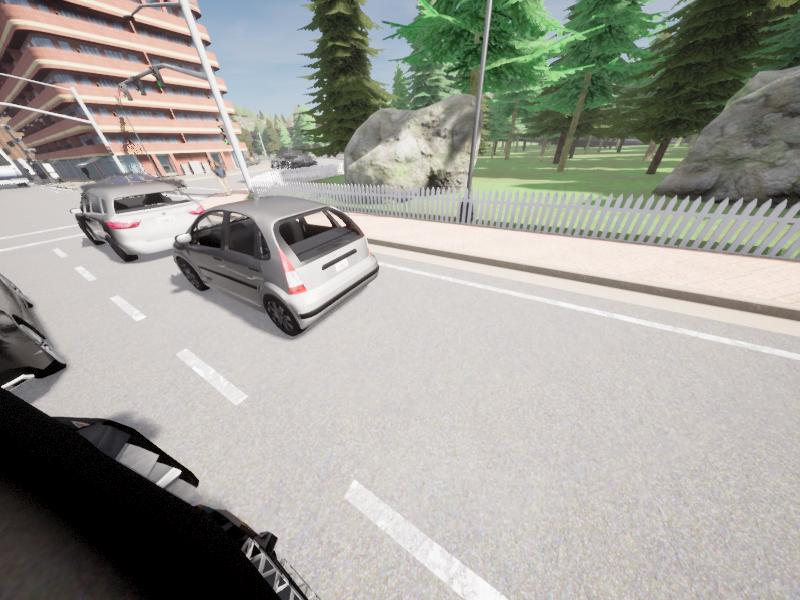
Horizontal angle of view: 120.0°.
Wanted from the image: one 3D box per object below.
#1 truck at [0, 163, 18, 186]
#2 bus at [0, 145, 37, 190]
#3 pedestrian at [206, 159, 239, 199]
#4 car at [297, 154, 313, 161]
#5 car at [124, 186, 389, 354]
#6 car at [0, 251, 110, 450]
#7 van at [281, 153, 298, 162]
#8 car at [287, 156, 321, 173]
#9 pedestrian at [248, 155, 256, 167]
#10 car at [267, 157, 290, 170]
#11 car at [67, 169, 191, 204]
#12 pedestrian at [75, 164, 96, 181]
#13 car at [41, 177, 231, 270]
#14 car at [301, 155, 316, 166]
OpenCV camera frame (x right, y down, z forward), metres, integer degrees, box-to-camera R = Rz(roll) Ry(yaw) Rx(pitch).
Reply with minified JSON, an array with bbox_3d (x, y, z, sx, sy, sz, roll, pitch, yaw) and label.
[{"bbox_3d":[-60.299,-18.911,33.625,8.468,3.827,2.891,16,38,27],"label":"truck"},{"bbox_3d":[-49.466,-15.806,27.734,10.273,4.253,3.944,16,38,27],"label":"bus"},{"bbox_3d":[-9.820,-6.716,12.818,0.751,1.860,0.751,-28,41,-33],"label":"pedestrian"},{"bbox_3d":[-26.995,-40.586,65.706,4.193,1.474,1.816,20,40,31],"label":"car"},{"bbox_3d":[-2.422,-0.930,4.082,3.988,1.617,1.851,16,38,27],"label":"car"},{"bbox_3d":[-6.014,0.305,2.586,4.902,1.511,2.128,16,38,27],"label":"car"},{"bbox_3d":[-30.776,-39.746,64.279,4.442,1.987,1.775,18,39,28],"label":"van"},{"bbox_3d":[-12.305,-17.600,29.949,1.837,1.490,4.892,3,34,8],"label":"car"},{"bbox_3d":[-26.749,-25.128,41.753,0.751,1.860,0.751,-18,36,-21],"label":"pedestrian"},{"bbox_3d":[-18.976,-21.486,36.262,1.789,1.549,3.705,-4,34,-2],"label":"car"},{"bbox_3d":[-18.486,-8.080,16.218,5.357,1.411,2.033,-30,42,-34],"label":"car"},{"bbox_3d":[-41.359,-16.756,30.377,0.751,1.860,0.751,19,39,29],"label":"pedestrian"},{"bbox_3d":[-7.775,-2.550,6.878,4.611,1.667,2.242,17,38,27],"label":"car"},{"bbox_3d":[-16.394,-25.068,41.526,1.970,1.475,3.806,-10,34,-10],"label":"car"}]
